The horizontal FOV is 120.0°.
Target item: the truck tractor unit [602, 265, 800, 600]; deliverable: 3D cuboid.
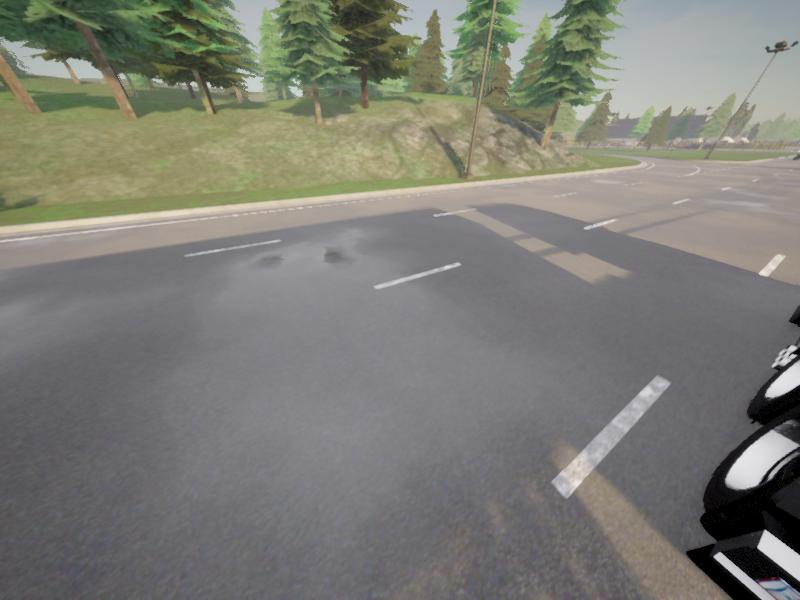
[{"bbox_3d":[5.112,-0.298,0.786,6.516,4.208,3.053,-18,39,-24],"label":"truck tractor unit"}]
